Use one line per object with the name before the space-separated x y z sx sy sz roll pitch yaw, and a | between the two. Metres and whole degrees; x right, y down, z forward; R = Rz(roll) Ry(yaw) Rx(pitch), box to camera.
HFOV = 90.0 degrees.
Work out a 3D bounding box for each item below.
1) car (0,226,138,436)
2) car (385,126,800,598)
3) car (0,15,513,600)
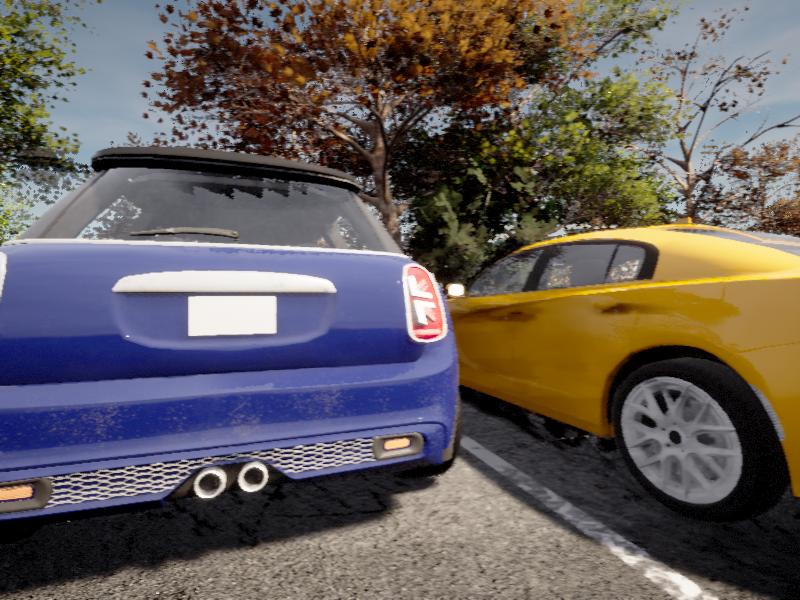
car | -4.299 0.238 3.513 2.231 1.521 4.892 0 -1 -19
car | 1.634 0.226 3.482 2.097 1.535 5.008 0 -1 -20
car | -1.322 0.106 3.470 2.185 1.767 4.553 0 -1 -20
